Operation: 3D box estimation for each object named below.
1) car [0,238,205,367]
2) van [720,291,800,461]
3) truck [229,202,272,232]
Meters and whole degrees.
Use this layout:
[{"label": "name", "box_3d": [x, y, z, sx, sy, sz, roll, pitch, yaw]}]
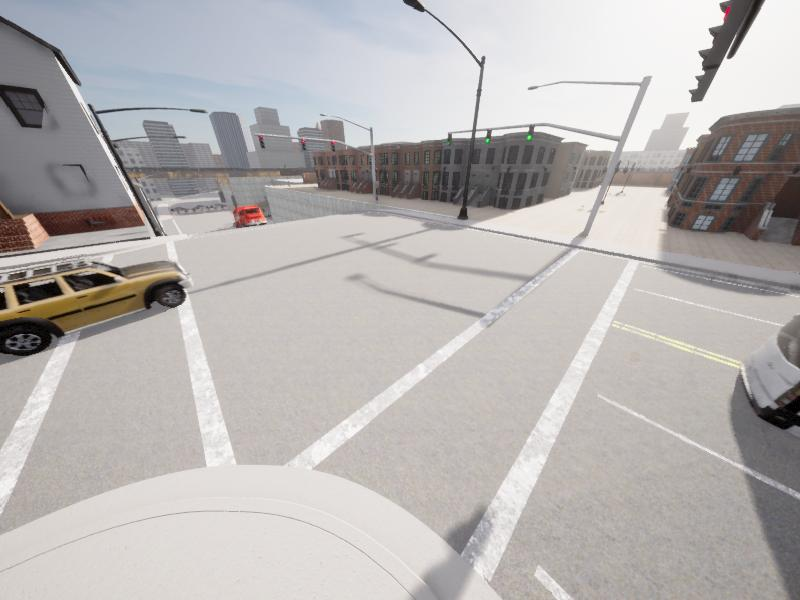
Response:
[{"label": "car", "box_3d": [-9.238, -0.235, 6.840, 1.932, 1.855, 4.605, 22, 37, 31]}, {"label": "van", "box_3d": [8.824, 1.996, 2.315, 1.988, 2.561, 5.915, -26, 39, -37]}, {"label": "truck", "box_3d": [-17.446, -9.515, 26.840, 2.627, 2.467, 5.204, -27, 26, -37]}]
